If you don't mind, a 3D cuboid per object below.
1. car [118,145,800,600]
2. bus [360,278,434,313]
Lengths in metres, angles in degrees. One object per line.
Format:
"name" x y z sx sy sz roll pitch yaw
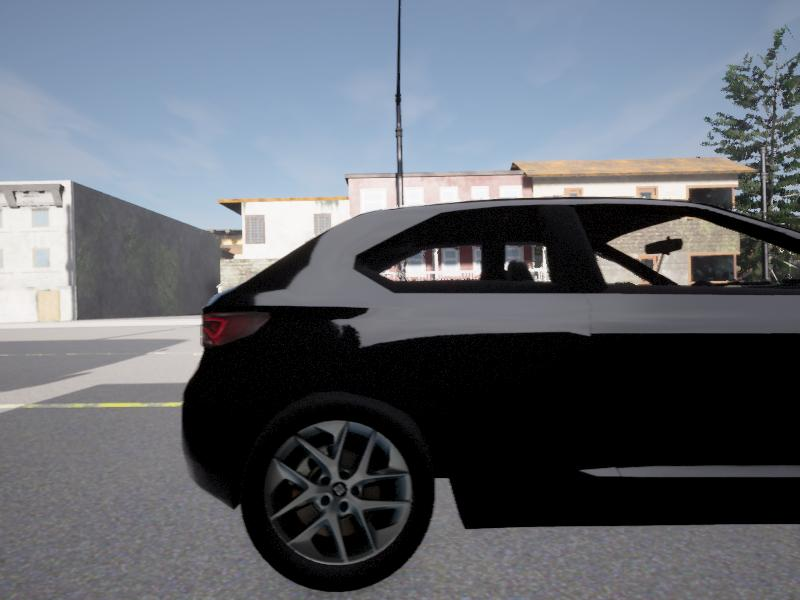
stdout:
"car" 1.196 0.255 2.203 4.193 1.474 1.816 0 0 -1
"bus" -0.646 -0.525 54.478 3.944 4.253 10.273 -2 0 -44
